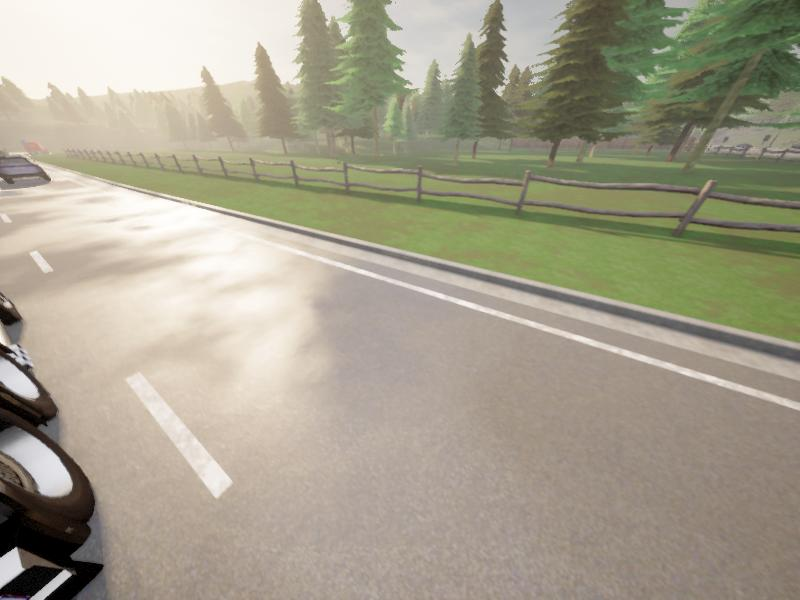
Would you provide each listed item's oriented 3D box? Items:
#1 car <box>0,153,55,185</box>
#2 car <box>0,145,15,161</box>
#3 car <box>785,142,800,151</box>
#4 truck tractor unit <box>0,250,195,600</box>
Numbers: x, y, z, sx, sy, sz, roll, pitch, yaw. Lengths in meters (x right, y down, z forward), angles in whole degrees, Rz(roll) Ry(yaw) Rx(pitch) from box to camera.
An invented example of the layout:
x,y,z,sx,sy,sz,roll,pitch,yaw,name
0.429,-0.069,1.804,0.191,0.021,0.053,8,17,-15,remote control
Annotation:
x,y,z,sx,sy,sz,roll,pitch,yaw,name
-27.815,-9.632,16.810,4.856,1.649,2.033,20,40,27,car
-64.231,-23.377,36.671,5.566,2.045,2.150,24,42,31,car
87.806,-33.237,50.094,2.128,1.511,4.902,13,37,19,car
-5.097,-0.311,0.819,6.516,4.208,3.053,19,39,25,truck tractor unit
